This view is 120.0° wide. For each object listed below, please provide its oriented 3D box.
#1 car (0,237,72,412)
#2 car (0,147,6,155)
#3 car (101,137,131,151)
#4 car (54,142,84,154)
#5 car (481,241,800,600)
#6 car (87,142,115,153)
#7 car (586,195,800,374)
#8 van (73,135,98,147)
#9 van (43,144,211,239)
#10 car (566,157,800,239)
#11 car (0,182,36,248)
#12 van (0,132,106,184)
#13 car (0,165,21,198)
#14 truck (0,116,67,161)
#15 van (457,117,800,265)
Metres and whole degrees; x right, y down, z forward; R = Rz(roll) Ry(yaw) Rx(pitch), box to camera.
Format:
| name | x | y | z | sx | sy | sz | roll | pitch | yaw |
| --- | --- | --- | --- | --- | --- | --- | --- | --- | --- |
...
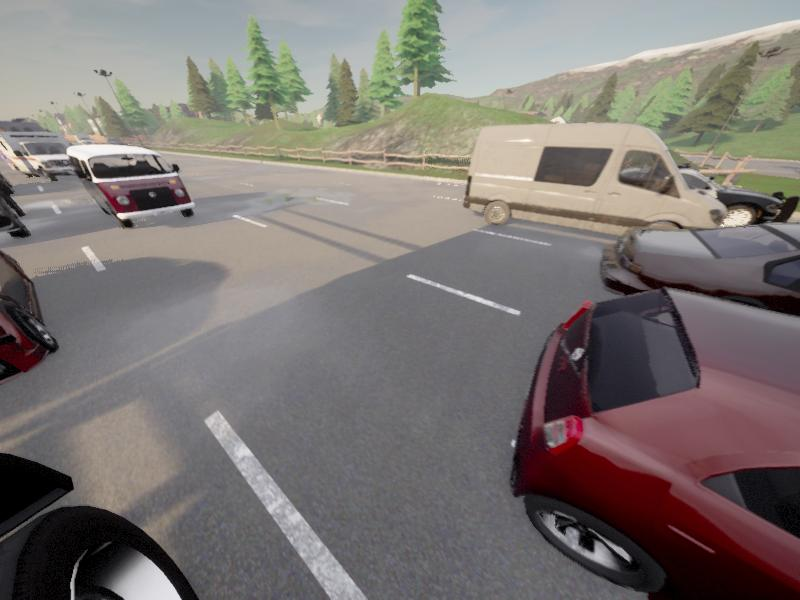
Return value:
| name | x | y | z | sx | sy | sz | roll | pitch | yaw |
| --- | --- | --- | --- | --- | --- | --- | --- | --- | --- |
| car | -6.048 | 0.118 | 2.562 | 4.181 | 1.385 | 1.994 | 22 | 40 | 28 |
| car | -57.452 | -21.291 | 32.141 | 4.605 | 1.855 | 1.932 | 23 | 41 | 28 |
| car | -54.945 | -30.206 | 44.687 | 5.566 | 2.045 | 2.150 | 22 | 41 | 28 |
| car | -50.819 | -23.356 | 35.422 | 3.633 | 1.501 | 1.845 | 23 | 41 | 28 |
| car | 2.606 | 1.126 | 1.014 | 3.633 | 1.501 | 1.845 | 22 | 41 | 28 |
| car | -49.287 | -25.173 | 38.065 | 3.806 | 1.475 | 1.970 | 22 | 41 | 28 |
| car | 5.767 | 0.014 | 2.732 | 5.357 | 1.411 | 2.033 | 22 | 41 | 28 |
| van | -82.171 | -41.583 | 60.318 | 6.366 | 2.431 | 2.351 | 22 | 41 | 28 |
| van | -8.605 | -3.701 | 7.354 | 4.480 | 2.038 | 2.069 | 22 | 41 | 28 |
| car | 9.052 | -3.679 | 7.786 | 5.238 | 1.638 | 1.930 | 22 | 41 | 28 |
| car | -12.238 | -2.559 | 6.065 | 5.027 | 1.651 | 2.152 | 22 | 41 | 28 |
| van | -22.303 | -9.023 | 14.480 | 6.366 | 2.431 | 2.351 | 16 | 38 | 21 |
| car | -19.989 | -5.692 | 10.587 | 4.792 | 1.488 | 2.163 | 22 | 41 | 28 |
| truck | -42.741 | -18.494 | 26.579 | 8.468 | 3.827 | 2.891 | 22 | 41 | 28 |
| van | 4.919 | -3.272 | 6.402 | 5.915 | 2.561 | 1.988 | 22 | 41 | 28 |
